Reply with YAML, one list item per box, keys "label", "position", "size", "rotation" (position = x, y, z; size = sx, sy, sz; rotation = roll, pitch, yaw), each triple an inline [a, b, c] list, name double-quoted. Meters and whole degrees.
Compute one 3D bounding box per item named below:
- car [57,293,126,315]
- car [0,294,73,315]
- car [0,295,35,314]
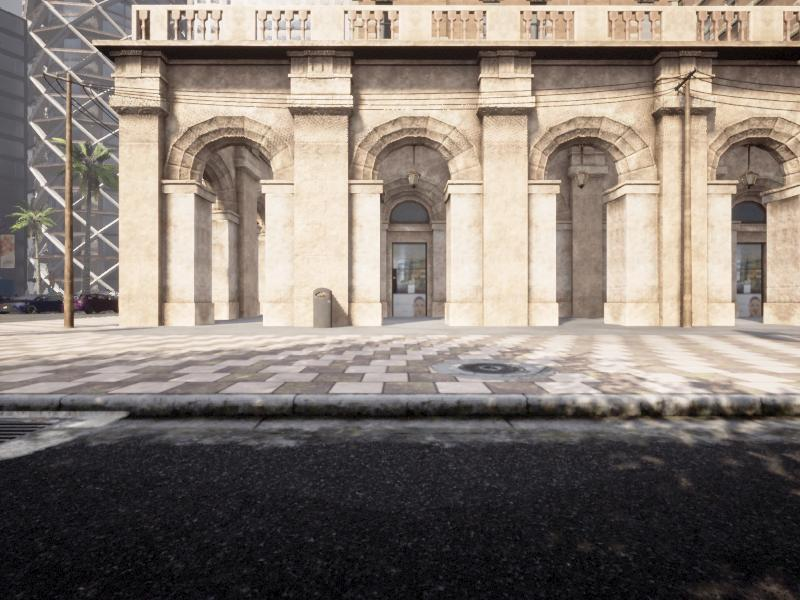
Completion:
- label: "car"
  position: [-22.326, 0.254, 29.207]
  size: [1.816, 1.474, 4.193]
  rotation: [0, 0, 0]
- label: "car"
  position: [-25.830, 0.307, 28.246]
  size: [1.994, 1.385, 4.181]
  rotation: [0, 0, 0]
- label: "car"
  position: [-29.334, 0.307, 29.005]
  size: [1.994, 1.385, 4.181]
  rotation: [0, 0, -1]
